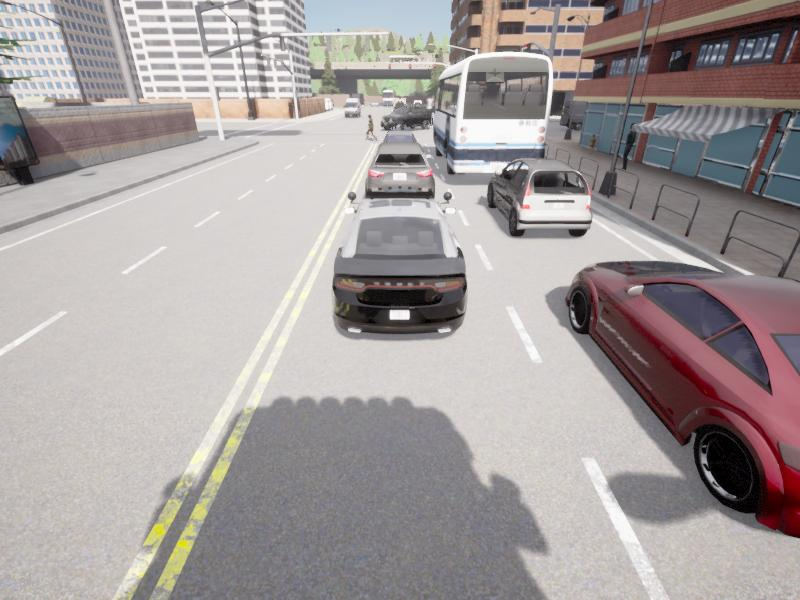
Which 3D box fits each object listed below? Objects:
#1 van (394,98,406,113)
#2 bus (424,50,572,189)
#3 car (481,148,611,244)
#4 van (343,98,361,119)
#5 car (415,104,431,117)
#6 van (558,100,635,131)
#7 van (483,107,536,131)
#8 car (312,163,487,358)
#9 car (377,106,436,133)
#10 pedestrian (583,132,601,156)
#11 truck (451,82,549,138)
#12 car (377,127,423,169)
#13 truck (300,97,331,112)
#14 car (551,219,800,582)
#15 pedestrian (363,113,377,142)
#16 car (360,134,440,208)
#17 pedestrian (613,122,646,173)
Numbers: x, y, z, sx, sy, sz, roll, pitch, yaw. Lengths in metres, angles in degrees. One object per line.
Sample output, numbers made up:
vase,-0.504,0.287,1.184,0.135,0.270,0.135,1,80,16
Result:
van,0.000,-38.275,78.524,2.351,2.431,6.366,0,27,0
bus,3.380,-8.233,18.009,3.944,4.253,10.273,0,27,0
car,3.503,-2.906,10.525,1.851,1.617,3.988,0,27,0
van,-7.005,-28.414,59.201,1.988,2.561,5.915,0,27,0
car,3.508,-29.262,61.853,2.033,1.649,4.856,0,27,0
van,18.499,-17.531,37.996,5.915,2.561,1.988,0,27,0
van,10.385,-17.343,38.237,4.442,1.987,1.775,0,27,0
car,-0.002,-1.179,7.124,1.930,1.638,5.238,0,27,0
car,0.651,-16.736,36.992,2.150,2.045,5.566,23,35,38
pedestrian,10.111,-8.210,21.065,0.500,1.100,0.500,1,27,3
truck,8.455,-16.079,33.761,8.468,3.827,2.891,-19,33,-33
car,0.002,-7.810,20.312,2.033,1.411,5.357,0,27,0
truck,-16.168,-37.554,76.780,5.204,2.467,2.615,0,27,0
car,3.521,0.389,4.366,1.994,1.385,4.181,-1,27,-2
pedestrian,-2.124,-12.225,28.350,0.751,1.860,0.751,4,27,8
car,0.001,-4.563,13.684,2.242,1.667,4.611,0,27,0
pedestrian,9.408,-6.296,16.465,0.751,1.860,0.751,12,29,22
